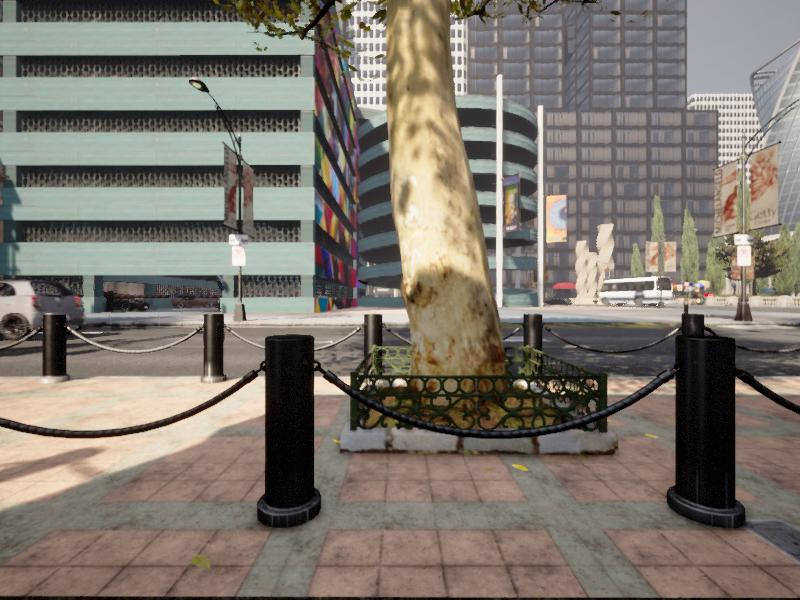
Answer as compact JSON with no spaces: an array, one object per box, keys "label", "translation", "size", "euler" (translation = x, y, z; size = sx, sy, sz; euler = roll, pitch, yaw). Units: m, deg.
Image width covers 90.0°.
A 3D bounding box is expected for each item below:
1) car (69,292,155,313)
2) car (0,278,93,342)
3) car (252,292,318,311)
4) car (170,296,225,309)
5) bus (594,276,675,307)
[{"label":"car","translation":[-21.193,0.157,29.591],"size":[4.786,1.482,2.161],"euler":[0,0,0]},{"label":"car","translation":[-10.389,0.227,10.240],"size":[3.633,1.501,1.845],"euler":[0,0,0]},{"label":"car","translation":[-9.593,0.117,33.684],"size":[4.902,1.511,2.128],"euler":[0,0,0]},{"label":"car","translation":[-20.752,0.207,41.191],"size":[4.718,1.301,1.895],"euler":[0,0,0]},{"label":"bus","translation":[34.703,-1.136,59.884],"size":[3.944,4.253,10.273],"euler":[0,0,-21]}]
